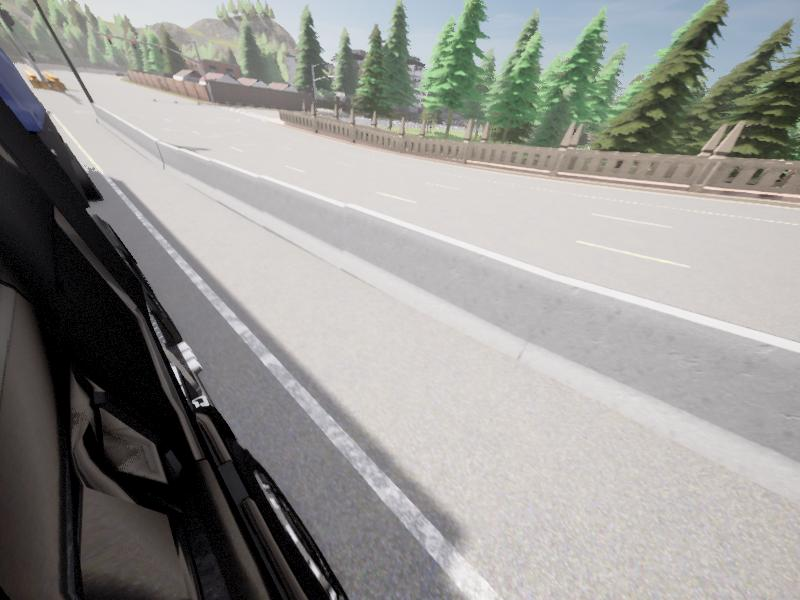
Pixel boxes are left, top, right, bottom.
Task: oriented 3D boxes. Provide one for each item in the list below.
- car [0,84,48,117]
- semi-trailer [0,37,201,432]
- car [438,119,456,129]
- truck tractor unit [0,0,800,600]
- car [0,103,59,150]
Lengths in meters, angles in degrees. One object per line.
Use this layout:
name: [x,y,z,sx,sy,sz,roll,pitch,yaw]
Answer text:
car: [-28.729,-14.908,17.199,1.970,1.475,3.806,-25,50,-33]
semi-trailer: [-8.650,-3.691,4.191,14.254,4.402,2.717,29,44,29]
car: [13.497,-50.568,66.428,2.150,2.045,5.566,34,46,27]
truck tractor unit: [-2.645,-0.295,0.352,6.516,4.208,3.053,28,44,30]
car: [-19.515,-8.782,11.598,4.181,1.385,1.994,32,45,26]
